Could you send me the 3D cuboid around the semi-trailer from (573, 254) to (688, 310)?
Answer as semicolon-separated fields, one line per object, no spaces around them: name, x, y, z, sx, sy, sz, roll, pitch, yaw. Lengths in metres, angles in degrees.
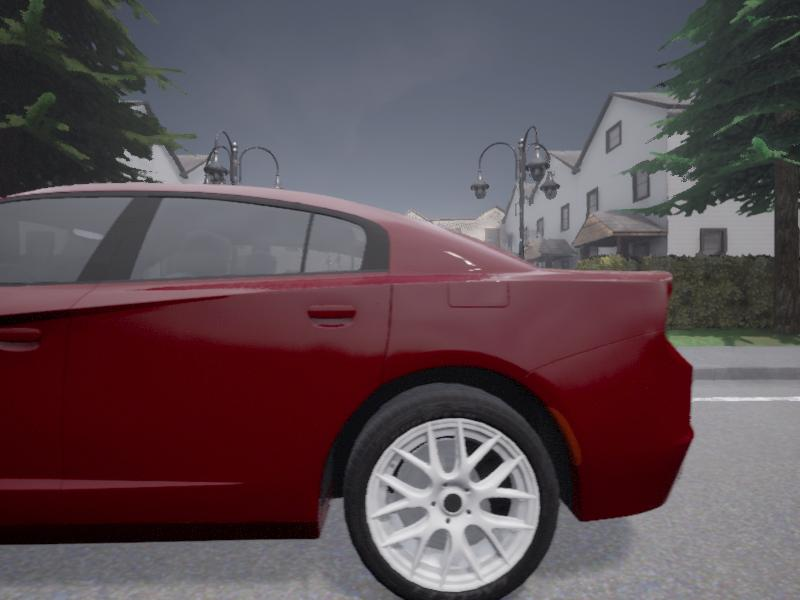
semi-trailer;21.493;-1.453;39.083;2.717;4.402;14.254;0;0;-1

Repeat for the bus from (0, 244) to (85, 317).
bus;-25.132;-1.116;24.228;3.944;4.253;10.273;0;-1;0

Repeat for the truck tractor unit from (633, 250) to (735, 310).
truck tractor unit;21.731;-1.353;31.177;3.053;4.208;6.516;0;0;-3

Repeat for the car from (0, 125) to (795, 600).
car;-1.272;0.226;2.175;5.008;1.535;1.882;0;0;-1

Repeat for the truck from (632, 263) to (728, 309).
truck;25.492;-1.157;37.157;2.891;3.827;8.468;0;0;-1
